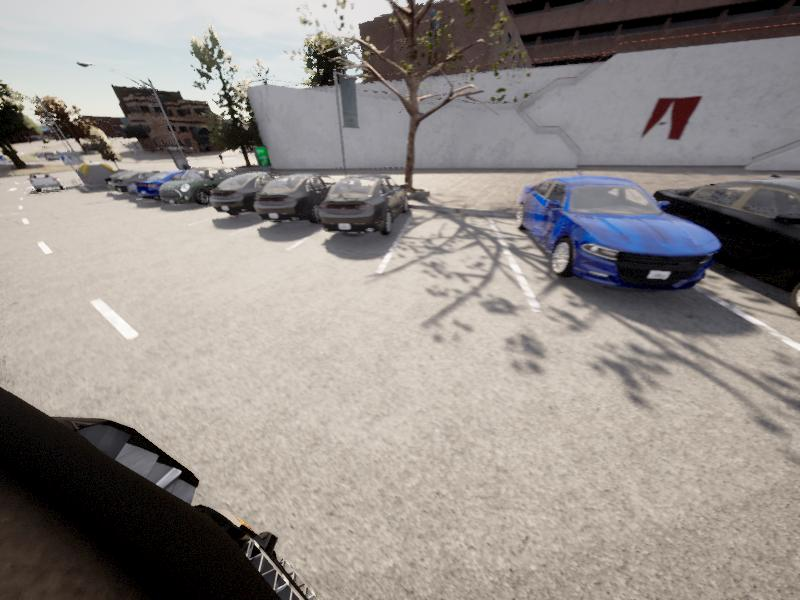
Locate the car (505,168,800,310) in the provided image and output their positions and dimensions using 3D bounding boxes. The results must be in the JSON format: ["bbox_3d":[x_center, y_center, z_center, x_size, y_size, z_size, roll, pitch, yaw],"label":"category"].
[{"bbox_3d":[4.131,-1.929,5.214,2.097,1.535,5.008,4,33,9],"label":"car"}]

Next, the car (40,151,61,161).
[{"bbox_3d":[-83.004,-34.195,54.878,3.988,1.617,1.851,24,41,27],"label":"car"}]

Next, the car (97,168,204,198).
[{"bbox_3d":[-18.395,-8.969,17.457,2.231,1.521,4.892,6,33,14],"label":"car"}]

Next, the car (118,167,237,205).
[{"bbox_3d":[-13.493,-7.323,14.598,2.097,1.535,5.008,6,33,13],"label":"car"}]

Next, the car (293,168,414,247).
[{"bbox_3d":[-0.979,-3.411,7.795,2.231,1.521,4.892,5,33,10],"label":"car"}]

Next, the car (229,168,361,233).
[{"bbox_3d":[-3.514,-4.171,9.118,2.231,1.521,4.892,5,33,11],"label":"car"}]

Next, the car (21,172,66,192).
[{"bbox_3d":[-34.811,-11.604,22.639,3.633,1.501,1.845,21,39,32],"label":"car"}]

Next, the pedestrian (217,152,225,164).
[{"bbox_3d":[-35.213,-27.894,45.429,0.751,1.860,0.751,-21,41,-28],"label":"pedestrian"}]

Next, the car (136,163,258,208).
[{"bbox_3d":[-11.012,-6.642,13.161,2.185,1.767,4.553,6,33,12],"label":"car"}]

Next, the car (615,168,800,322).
[{"bbox_3d":[6.696,-1.187,3.930,2.097,1.535,5.008,4,33,9],"label":"car"}]

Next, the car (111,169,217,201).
[{"bbox_3d":[-15.941,-8.109,16.044,2.002,1.452,4.674,7,33,13],"label":"car"}]

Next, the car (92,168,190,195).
[{"bbox_3d":[-20.810,-9.807,18.962,2.163,1.488,4.792,7,33,14],"label":"car"}]

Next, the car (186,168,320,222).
[{"bbox_3d":[-6.033,-4.941,10.459,2.231,1.521,4.892,5,33,11],"label":"car"}]
